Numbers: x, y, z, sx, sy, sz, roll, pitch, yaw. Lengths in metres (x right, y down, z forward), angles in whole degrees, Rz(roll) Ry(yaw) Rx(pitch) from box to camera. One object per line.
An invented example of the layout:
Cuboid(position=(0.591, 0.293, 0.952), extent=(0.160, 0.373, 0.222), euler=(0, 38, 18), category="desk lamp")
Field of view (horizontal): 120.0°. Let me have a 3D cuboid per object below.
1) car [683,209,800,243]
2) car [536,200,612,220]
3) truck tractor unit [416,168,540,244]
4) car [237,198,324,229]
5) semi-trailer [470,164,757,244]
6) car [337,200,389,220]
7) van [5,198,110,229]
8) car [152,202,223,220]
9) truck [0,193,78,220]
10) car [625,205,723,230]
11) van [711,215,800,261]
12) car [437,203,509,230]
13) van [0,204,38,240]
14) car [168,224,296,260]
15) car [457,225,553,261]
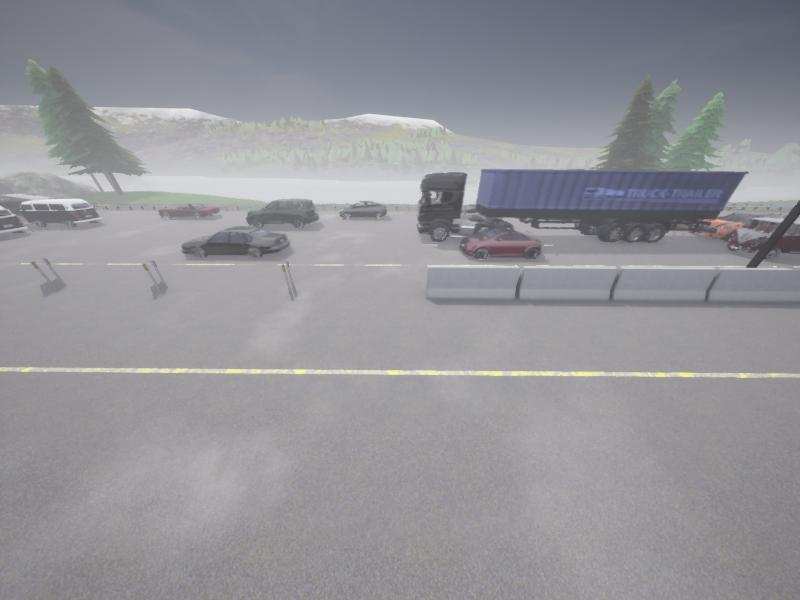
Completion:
Cuboid(position=(22.964, -5.032, 15.527), extent=(4.553, 1.767, 2.097), euler=(0, 30, 0), category="car")
Cuboid(position=(16.124, -8.475, 21.703), extent=(5.366, 1.575, 1.801), euler=(0, 30, 1), category="car")
Cuboid(position=(4.457, -6.193, 15.092), extent=(6.516, 4.208, 3.053), euler=(0, 30, 1), category="truck tractor unit")
Cuboid(position=(-9.467, -7.061, 18.790), extent=(5.566, 2.045, 2.150), euler=(0, 30, 0), category="car")
Cuboid(position=(12.374, -6.225, 14.962), extent=(14.254, 4.402, 2.717), euler=(0, 30, 1), category="semi-trailer")
Cuboid(position=(-3.413, -8.554, 21.893), extent=(4.514, 1.525, 2.007), euler=(0, 30, 1), category="car")
Cuboid(position=(-27.827, -7.154, 18.956), extent=(4.480, 2.038, 2.069), euler=(0, 30, 0), category="van")
Cuboid(position=(-20.188, -8.542, 22.104), extent=(4.718, 1.301, 1.895), euler=(0, 30, 1), category="car")
Cuboid(position=(-36.063, -8.972, 22.047), extent=(6.274, 2.098, 2.390), euler=(0, 30, 1), category="truck")
Cuboid(position=(21.844, -6.677, 18.632), extent=(5.008, 1.535, 1.882), euler=(1, 30, 0), category="car")
Cuboid(position=(20.740, -3.376, 12.467), extent=(4.442, 1.987, 1.775), euler=(0, 30, 0), category="van")
Cuboid(position=(5.734, -6.798, 18.755), extent=(5.027, 1.651, 2.152), euler=(0, 30, 1), category="car")
Cuboid(position=(-29.420, -5.416, 15.958), extent=(4.480, 2.038, 2.069), euler=(1, 30, 0), category="van")
Cuboid(position=(-9.050, -3.276, 12.886), extent=(5.357, 1.411, 2.033), euler=(0, 30, 0), category="car")
Cuboid(position=(5.537, -3.188, 12.759), extent=(4.181, 1.385, 1.994), euler=(0, 30, 0), category="car")
